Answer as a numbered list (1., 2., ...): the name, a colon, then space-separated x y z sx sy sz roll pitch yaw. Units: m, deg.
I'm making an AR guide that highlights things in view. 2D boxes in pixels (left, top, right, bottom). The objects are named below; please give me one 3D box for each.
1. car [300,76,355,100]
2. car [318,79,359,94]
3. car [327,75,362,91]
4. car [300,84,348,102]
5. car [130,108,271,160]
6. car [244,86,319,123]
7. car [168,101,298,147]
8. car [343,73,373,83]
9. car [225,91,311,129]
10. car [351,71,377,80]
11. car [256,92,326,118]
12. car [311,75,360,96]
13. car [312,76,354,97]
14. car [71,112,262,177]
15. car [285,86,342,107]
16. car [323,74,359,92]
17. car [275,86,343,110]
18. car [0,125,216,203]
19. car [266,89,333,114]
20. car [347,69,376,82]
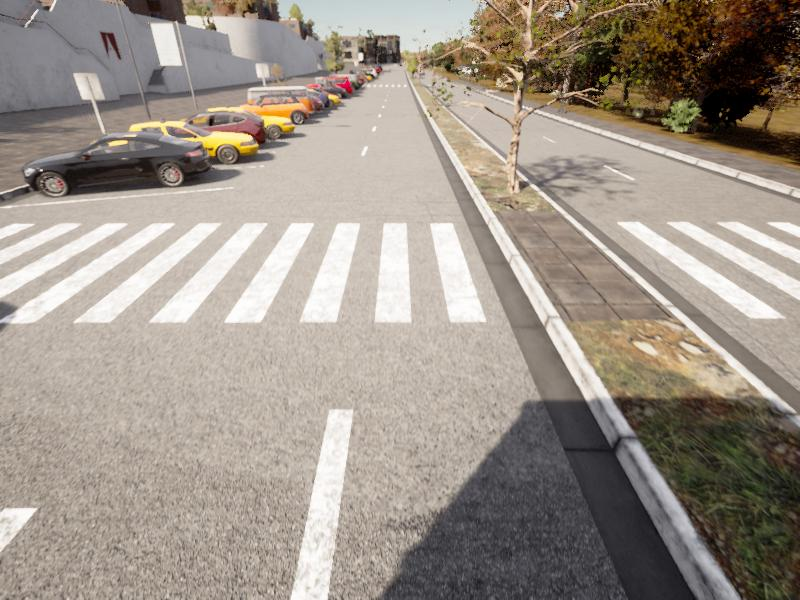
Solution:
1. car: -8.097 -23.858 44.954 5.566 2.045 2.435 -11 32 -17
2. car: -8.062 -28.233 52.782 4.892 1.521 2.231 -11 33 -17
3. car: -8.040 -31.403 57.848 4.553 1.767 2.185 -11 33 -17
4. car: -8.064 -22.090 42.548 4.674 1.452 2.002 -11 32 -17
5. car: -8.094 -7.046 16.757 4.792 1.488 2.163 -11 32 -17
6. car: -7.963 -13.272 27.017 4.442 1.987 1.878 -11 31 -17
7. car: -7.894 -8.606 19.392 5.366 1.575 1.946 -11 31 -17
8. car: -8.240 -43.552 78.454 5.366 1.575 1.946 -11 33 -17
9. car: -8.040 -11.667 24.449 4.553 1.767 2.185 -11 32 -17
10. car: -7.896 -49.821 88.858 5.366 1.575 1.946 -11 32 -17
11. car: -8.063 -14.519 29.685 4.674 1.452 2.002 -11 32 -17
12. car: -8.046 -26.929 50.103 5.566 2.045 2.435 -11 32 -17
13. car: -7.963 -25.395 47.580 4.442 1.987 1.878 -11 32 -17
14. car: -7.895 -5.626 14.223 5.366 1.575 1.946 -11 31 -17
15. car: -8.040 -19.065 37.416 4.792 1.488 2.163 -11 32 -17
16. car: -8.179 -29.932 55.191 4.442 1.987 1.878 -11 33 -17
17. car: -7.896 -17.610 34.876 5.366 1.575 1.946 -11 32 -17
18. car: -8.063 -4.060 11.607 4.674 1.452 2.002 -11 32 -17
19. car: -8.094 -16.025 32.247 4.792 1.488 2.163 -11 32 -17
20. car: -8.046 -46.899 83.551 5.566 2.045 2.435 -11 32 -17
